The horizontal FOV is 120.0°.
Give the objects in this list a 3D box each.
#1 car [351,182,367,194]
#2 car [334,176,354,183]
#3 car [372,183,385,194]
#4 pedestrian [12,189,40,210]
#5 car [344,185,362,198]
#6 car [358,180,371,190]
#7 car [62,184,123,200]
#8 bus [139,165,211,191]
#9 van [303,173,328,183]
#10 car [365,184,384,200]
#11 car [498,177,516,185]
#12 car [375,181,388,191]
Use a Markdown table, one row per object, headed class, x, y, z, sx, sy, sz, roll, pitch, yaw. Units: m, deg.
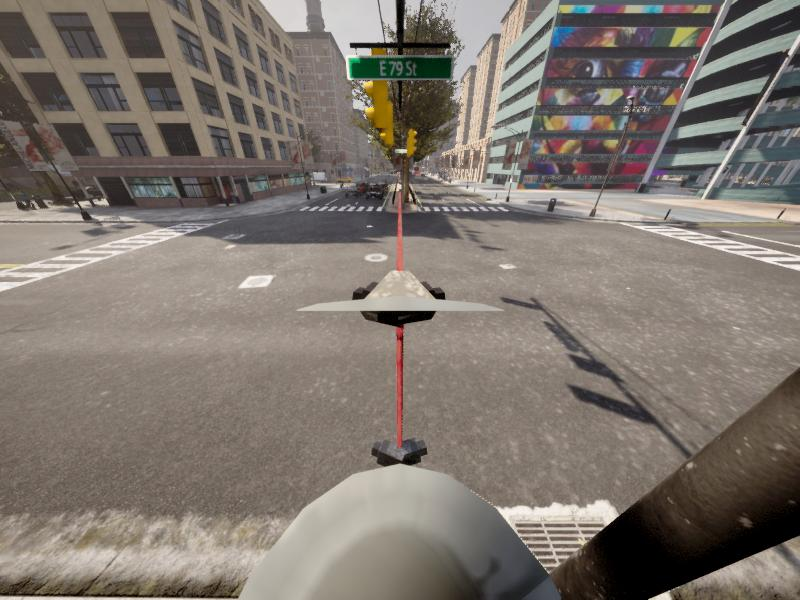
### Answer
| class | x | y | z | sx | sy | sz | roll | pitch | yaw |
| --- | --- | --- | --- | --- | --- | --- | --- | --- | --- |
| car | -7.178 | -20.111 | 41.312 | 2.007 | 1.525 | 4.514 | 0 | 30 | 0 |
| car | -16.040 | -34.559 | 66.283 | 5.366 | 1.575 | 1.801 | -10 | 31 | -16 |
| car | -3.683 | -19.398 | 40.235 | 1.994 | 1.385 | 4.181 | 0 | 30 | 0 |
| pedestrian | -38.154 | -10.274 | 23.587 | 0.751 | 1.860 | 0.751 | 22 | 37 | 33 |
| car | -7.151 | -16.750 | 35.573 | 1.812 | 1.442 | 4.674 | 0 | 30 | 0 |
| car | -7.190 | -23.368 | 46.985 | 1.837 | 1.490 | 4.892 | 0 | 30 | 0 |
| car | -45.142 | -16.058 | 34.177 | 1.930 | 1.638 | 5.238 | 0 | 30 | 0 |
| bus | -45.255 | -25.181 | 47.367 | 3.944 | 4.253 | 10.273 | 0 | 30 | 0 |
| van | -23.913 | -34.661 | 65.502 | 5.915 | 2.561 | 1.988 | -1 | 30 | -2 |
| car | -3.698 | -15.908 | 33.887 | 2.242 | 1.667 | 4.611 | 0 | 30 | 0 |
| car | 27.196 | -30.383 | 58.961 | 2.161 | 1.482 | 4.786 | 0 | 30 | 0 |
| car | -3.663 | -22.793 | 45.972 | 2.128 | 1.511 | 4.902 | 0 | 30 | 0 |
